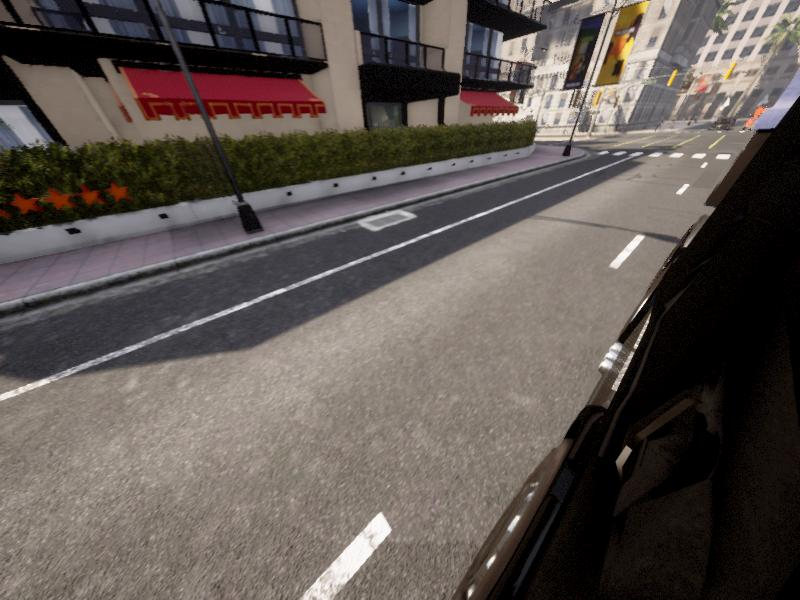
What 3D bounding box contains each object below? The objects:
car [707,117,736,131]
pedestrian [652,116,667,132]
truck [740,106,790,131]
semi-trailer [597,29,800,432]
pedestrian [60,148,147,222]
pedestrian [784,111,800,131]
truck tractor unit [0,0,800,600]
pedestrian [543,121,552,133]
[{"bbox_3d":[47.665,-26.058,34.237,4.892,1.490,1.837,-28,44,-30],"label":"car"},{"bbox_3d":[39.682,-26.962,35.363,0.751,1.860,0.751,-30,44,-31],"label":"pedestrian"},{"bbox_3d":[49.792,-24.858,31.675,5.204,2.467,2.627,-28,44,-30],"label":"truck"},{"bbox_3d":[8.768,-3.557,4.159,14.254,4.402,2.717,-27,43,-29],"label":"semi-trailer"},{"bbox_3d":[-8.832,-3.469,7.025,0.751,1.860,0.751,-29,44,-31],"label":"pedestrian"},{"bbox_3d":[47.759,-21.520,27.803,0.751,1.860,0.751,-29,44,-31],"label":"pedestrian"},{"bbox_3d":[2.645,-0.295,0.351,6.516,4.208,3.053,-28,44,-30],"label":"truck tractor unit"},{"bbox_3d":[29.078,-34.058,45.559,0.751,1.860,0.751,-26,43,-28],"label":"pedestrian"}]
